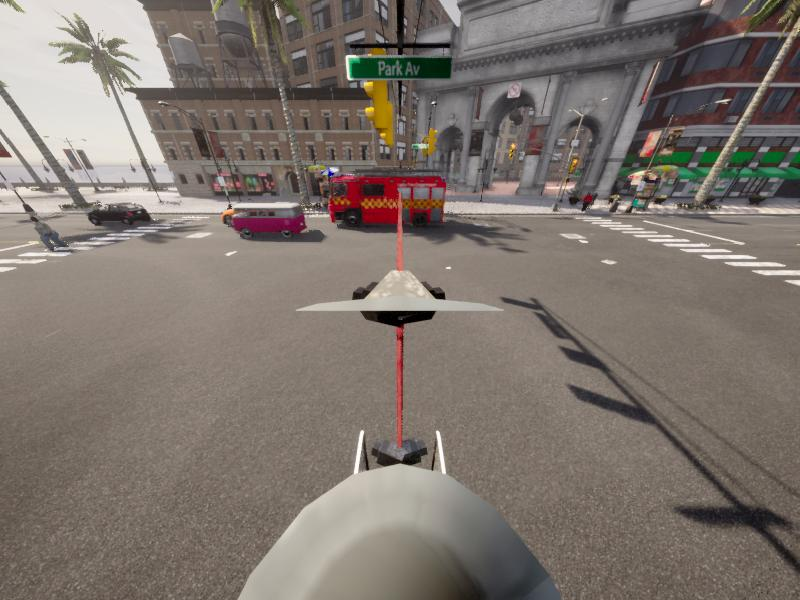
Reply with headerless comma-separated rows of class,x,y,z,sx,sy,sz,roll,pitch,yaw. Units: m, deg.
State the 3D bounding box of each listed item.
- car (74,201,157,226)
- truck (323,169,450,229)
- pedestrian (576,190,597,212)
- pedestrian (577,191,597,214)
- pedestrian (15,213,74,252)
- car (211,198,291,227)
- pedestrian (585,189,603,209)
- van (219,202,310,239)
car,-22.369,-6.859,18.317,3.705,1.549,1.789,0,30,1
truck,-0.909,-7.721,17.547,8.468,3.827,2.891,0,30,1
pedestrian,17.894,-9.472,22.198,0.751,1.860,0.751,-7,31,-11
pedestrian,17.481,-9.175,21.684,0.751,1.860,0.751,10,31,16
pedestrian,-18.892,-3.605,12.341,0.751,1.860,0.751,-5,30,-8
car,-11.485,-6.893,18.156,4.553,1.767,2.097,0,30,1
pedestrian,20.012,-10.425,23.849,0.751,1.860,0.751,-26,39,-37
van,-8.595,-5.213,15.046,4.442,1.987,1.775,0,30,1
